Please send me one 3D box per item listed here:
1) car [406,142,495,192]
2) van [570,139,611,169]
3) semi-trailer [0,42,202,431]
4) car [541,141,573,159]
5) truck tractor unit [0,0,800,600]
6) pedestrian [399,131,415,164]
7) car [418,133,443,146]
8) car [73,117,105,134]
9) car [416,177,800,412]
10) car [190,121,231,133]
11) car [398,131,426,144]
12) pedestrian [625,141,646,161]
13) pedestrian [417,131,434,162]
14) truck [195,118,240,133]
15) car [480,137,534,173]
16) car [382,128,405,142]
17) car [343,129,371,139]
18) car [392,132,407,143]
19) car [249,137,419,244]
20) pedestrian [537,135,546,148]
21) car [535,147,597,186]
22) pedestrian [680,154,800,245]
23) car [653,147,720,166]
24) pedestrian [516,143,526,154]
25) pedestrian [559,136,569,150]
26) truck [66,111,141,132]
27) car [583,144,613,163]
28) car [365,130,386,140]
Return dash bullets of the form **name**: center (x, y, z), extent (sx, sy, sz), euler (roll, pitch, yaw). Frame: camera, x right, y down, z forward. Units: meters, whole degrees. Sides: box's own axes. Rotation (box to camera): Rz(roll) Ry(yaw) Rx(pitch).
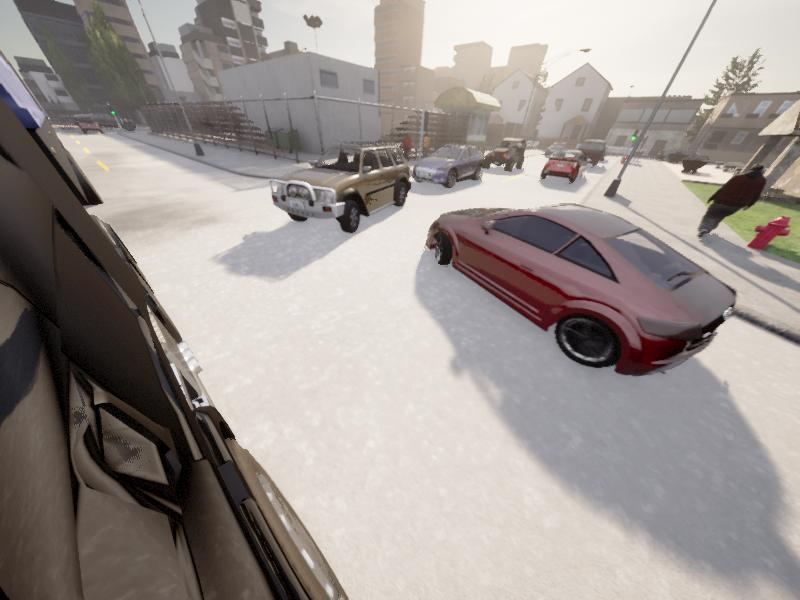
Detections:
- **car**: center (2.667, -6.923, 11.725), extent (2.033, 1.649, 4.856), euler (28, 44, 30)
- **van**: center (17.281, -13.295, 20.904), extent (1.775, 1.987, 4.442), euler (28, 44, 30)
- **semi-trailer**: center (-8.696, -3.613, 4.221), extent (14.254, 4.402, 2.717), euler (28, 44, 30)
- **car**: center (19.080, -18.195, 27.969), extent (2.128, 1.511, 4.902), euler (26, 43, 28)
- **truck tractor unit**: center (-2.645, -0.295, 0.352), extent (6.516, 4.208, 3.053), euler (28, 44, 30)
- **pedestrian**: center (0.463, -10.563, 16.021), extent (0.751, 1.860, 0.751), euler (28, 43, 29)
- **car**: center (4.871, -25.615, 36.816), extent (1.816, 1.474, 4.193), euler (28, 44, 30)
- **car**: center (-40.140, -22.639, 29.915), extent (1.851, 1.617, 3.988), euler (-29, 47, -35)
- **car**: center (2.262, -0.818, 3.757), extent (1.994, 1.385, 4.181), euler (-16, 41, -24)
- **car**: center (-34.468, -31.559, 42.182), extent (1.930, 1.638, 5.238), euler (29, 44, 30)
- **car**: center (1.973, -26.646, 37.888), extent (2.242, 1.667, 4.611), euler (28, 44, 30)
- **pedestrian**: center (27.301, -17.316, 26.808), extent (0.751, 1.860, 0.751), euler (10, 37, 9)
- **pedestrian**: center (1.897, -11.529, 17.406), extent (0.751, 1.860, 0.751), euler (28, 44, 30)
- **truck**: center (-35.870, -34.450, 45.569), extent (2.390, 2.098, 6.274), euler (28, 43, 30)
- **car**: center (7.712, -10.477, 16.588), extent (1.905, 1.878, 3.866), euler (28, 43, 30)
- **car**: center (-1.143, -28.599, 40.116), extent (1.905, 1.878, 3.866), euler (28, 44, 30)
- **car**: center (-8.316, -32.652, 45.445), extent (2.033, 1.415, 5.357), euler (28, 44, 30)
- **car**: center (-0.053, -27.167, 38.624), extent (1.481, 1.379, 2.207), euler (28, 44, 30)
- **car**: center (-1.283, -3.491, 6.669), extent (1.932, 1.855, 4.605), euler (17, 39, 18)
- **pedestrian**: center (26.690, -29.972, 43.700), extent (0.751, 1.860, 0.751), euler (25, 42, 27)
- **car**: center (10.182, -8.258, 14.091), extent (2.007, 1.525, 4.514), euler (28, 43, 30)
- **pedestrian**: center (8.213, -2.460, 5.721), extent (0.751, 1.860, 0.751), euler (28, 43, 29)
- **car**: center (34.835, -17.675, 28.338), extent (4.792, 1.488, 2.163), euler (25, 42, 26)
- **pedestrian**: center (14.609, -18.270, 27.903), extent (0.500, 1.100, 0.500), euler (-21, 43, -29)
- **pedestrian**: center (28.323, -27.133, 39.916), extent (0.751, 1.860, 0.751), euler (20, 40, 22)
- **truck**: center (-42.904, -25.893, 33.668), extent (2.390, 2.098, 6.274), euler (28, 43, 30)
- **car**: center (22.420, -16.606, 26.095), extent (1.816, 1.474, 4.193), euler (28, 44, 30)
- **car**: center (-4.469, -30.965, 43.343), extent (1.845, 1.501, 3.633), euler (28, 44, 30)
